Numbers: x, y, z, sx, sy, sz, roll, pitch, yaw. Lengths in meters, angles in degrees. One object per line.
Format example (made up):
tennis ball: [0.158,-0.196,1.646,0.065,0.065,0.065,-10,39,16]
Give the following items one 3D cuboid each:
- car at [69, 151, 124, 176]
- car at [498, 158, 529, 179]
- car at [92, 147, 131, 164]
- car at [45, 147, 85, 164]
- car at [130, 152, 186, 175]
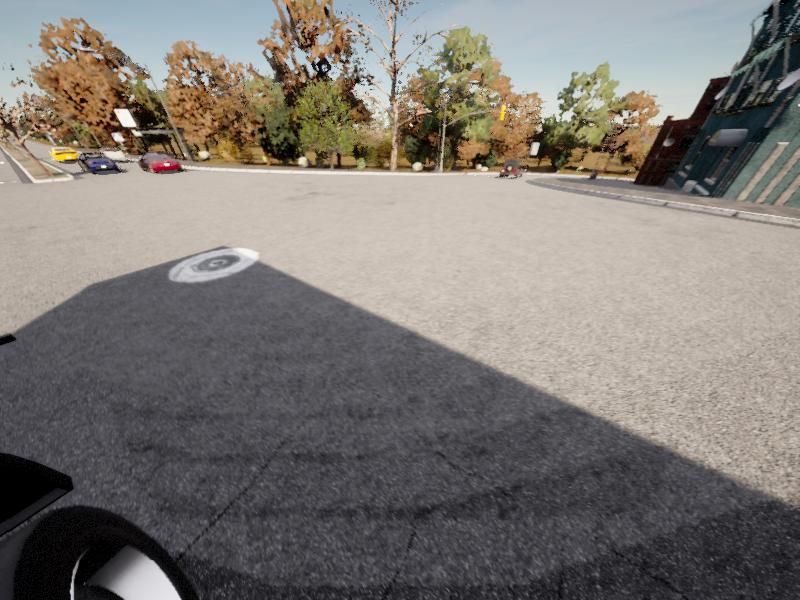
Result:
car: [-25.690,-11.637,19.545,4.193,1.474,1.816,22,41,28]
car: [12.801,-14.778,26.056,1.905,1.878,3.866,22,36,30]
car: [-33.914,-17.066,27.167,3.633,1.501,1.845,22,41,28]
car: [-41.017,-17.759,28.244,5.008,1.535,1.882,21,41,28]
car: [-20.507,-11.664,19.596,4.181,1.385,1.994,22,41,28]
